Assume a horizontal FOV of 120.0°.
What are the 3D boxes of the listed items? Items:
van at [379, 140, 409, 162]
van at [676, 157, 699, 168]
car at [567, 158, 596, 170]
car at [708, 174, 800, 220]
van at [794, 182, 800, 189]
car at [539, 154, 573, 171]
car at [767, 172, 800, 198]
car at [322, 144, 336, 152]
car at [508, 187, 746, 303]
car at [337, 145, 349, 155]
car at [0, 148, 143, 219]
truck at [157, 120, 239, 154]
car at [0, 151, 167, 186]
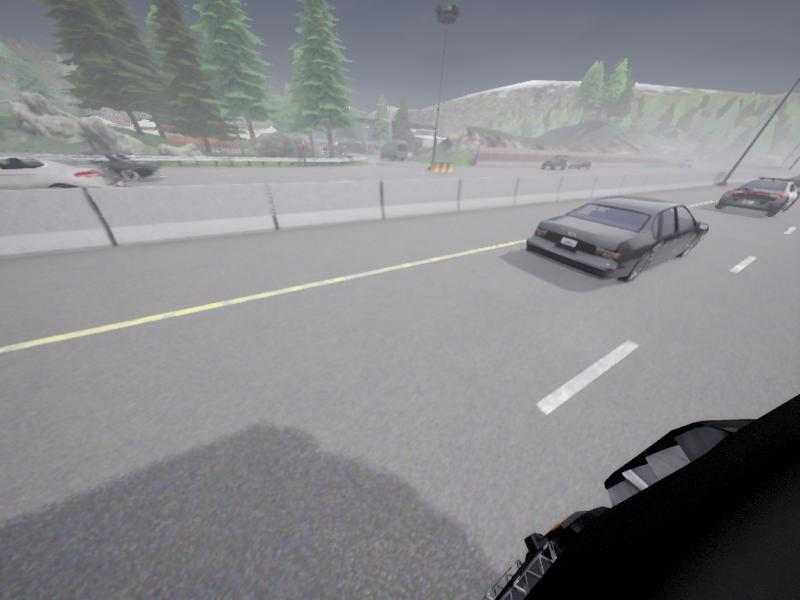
[{"bbox_3d":[-1.060,-22.658,35.057,1.988,2.561,5.915,-16,38,-25],"label":"van"},{"bbox_3d":[75.323,-36.022,60.487,6.366,2.431,2.351,-21,40,-31],"label":"van"},{"bbox_3d":[28.786,-21.605,36.685,3.705,1.549,1.789,-15,38,-25],"label":"car"},{"bbox_3d":[18.686,-5.423,11.877,4.974,1.542,2.038,-16,38,-25],"label":"car"},{"bbox_3d":[43.914,-12.859,23.726,5.915,2.561,1.988,-16,38,-25],"label":"van"},{"bbox_3d":[22.731,-20.060,33.673,3.866,1.878,1.905,-16,38,-25],"label":"car"},{"bbox_3d":[31.740,-9.061,18.157,4.974,1.542,2.038,-15,38,-25],"label":"car"},{"bbox_3d":[-18.734,-40.300,61.156,2.242,1.667,4.611,-16,38,-25],"label":"car"},{"bbox_3d":[5.445,-1.687,5.538,5.357,1.411,2.033,-16,38,-25],"label":"car"},{"bbox_3d":[-12.835,-33.914,52.139,2.163,1.488,4.792,-7,37,-14],"label":"car"},{"bbox_3d":[-12.027,-3.600,7.041,5.027,1.651,2.152,-16,38,-25],"label":"car"},{"bbox_3d":[-30.826,-25.153,36.016,8.468,3.827,2.891,-15,38,-25],"label":"truck"},{"bbox_3d":[-15.734,-6.885,12.000,4.718,1.301,1.895,-16,38,-25],"label":"car"}]
